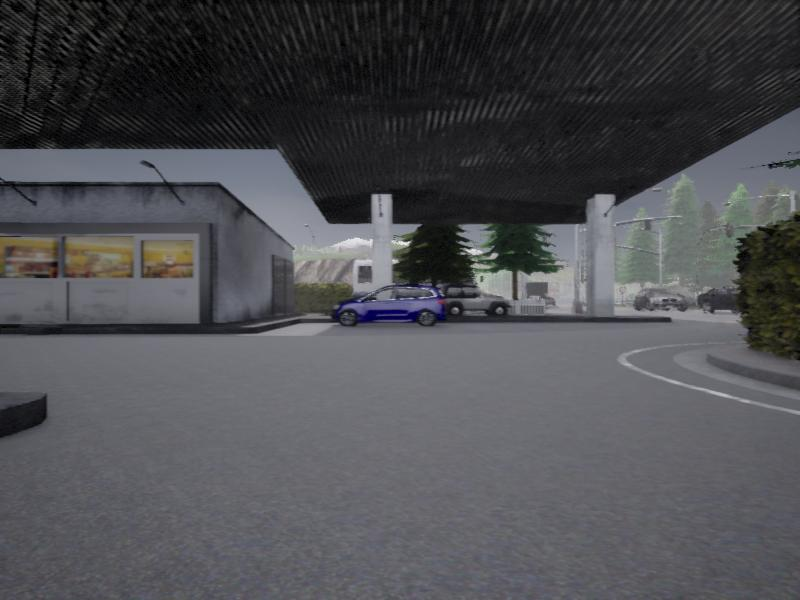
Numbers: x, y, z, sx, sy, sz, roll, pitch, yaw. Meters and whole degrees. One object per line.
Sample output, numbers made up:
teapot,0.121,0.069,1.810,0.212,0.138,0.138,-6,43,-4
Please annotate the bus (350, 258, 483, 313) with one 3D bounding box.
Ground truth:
bus,1.289,-1.137,32.774,10.273,4.253,3.944,0,0,0

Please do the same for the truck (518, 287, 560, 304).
truck,31.474,-0.979,90.654,8.468,3.827,2.891,0,0,0

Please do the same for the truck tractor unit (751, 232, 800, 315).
truck tractor unit,21.706,-1.347,19.757,3.053,4.208,6.516,0,0,0

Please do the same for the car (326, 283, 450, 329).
car,-0.447,0.225,15.928,4.611,1.667,2.242,0,0,0

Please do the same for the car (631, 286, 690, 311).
car,18.515,-0.021,28.735,2.242,1.667,4.611,0,-2,15

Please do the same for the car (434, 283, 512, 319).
car,3.862,0.050,21.611,3.866,1.878,1.905,0,0,0

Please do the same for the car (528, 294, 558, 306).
car,18.145,0.001,51.008,2.038,1.542,4.974,0,0,0
